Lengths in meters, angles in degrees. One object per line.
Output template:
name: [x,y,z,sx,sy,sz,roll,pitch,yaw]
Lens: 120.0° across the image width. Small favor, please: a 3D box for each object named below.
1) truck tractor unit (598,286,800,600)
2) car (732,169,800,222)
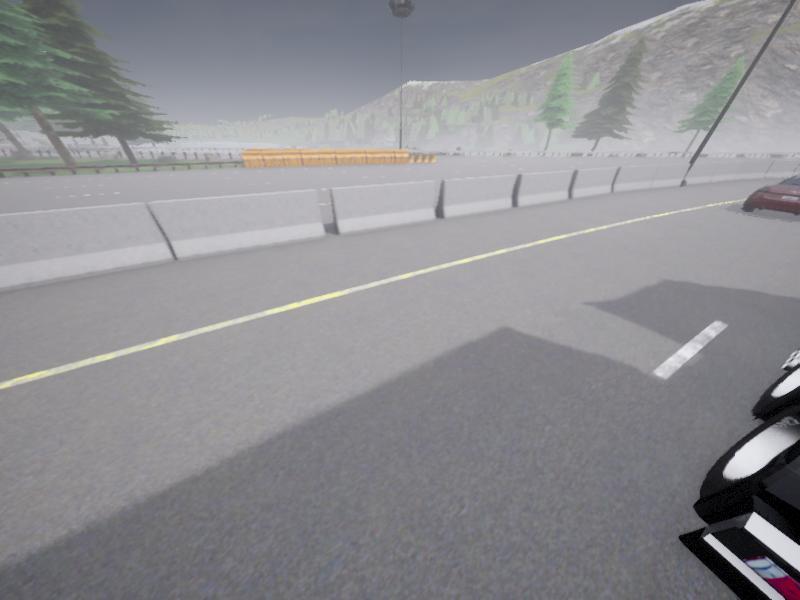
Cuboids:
truck tractor unit: [5.152,-0.256,0.726,6.516,4.208,3.053,-17,39,-22]
car: [15.659,-4.055,8.778,4.181,1.385,1.994,-13,37,-18]
